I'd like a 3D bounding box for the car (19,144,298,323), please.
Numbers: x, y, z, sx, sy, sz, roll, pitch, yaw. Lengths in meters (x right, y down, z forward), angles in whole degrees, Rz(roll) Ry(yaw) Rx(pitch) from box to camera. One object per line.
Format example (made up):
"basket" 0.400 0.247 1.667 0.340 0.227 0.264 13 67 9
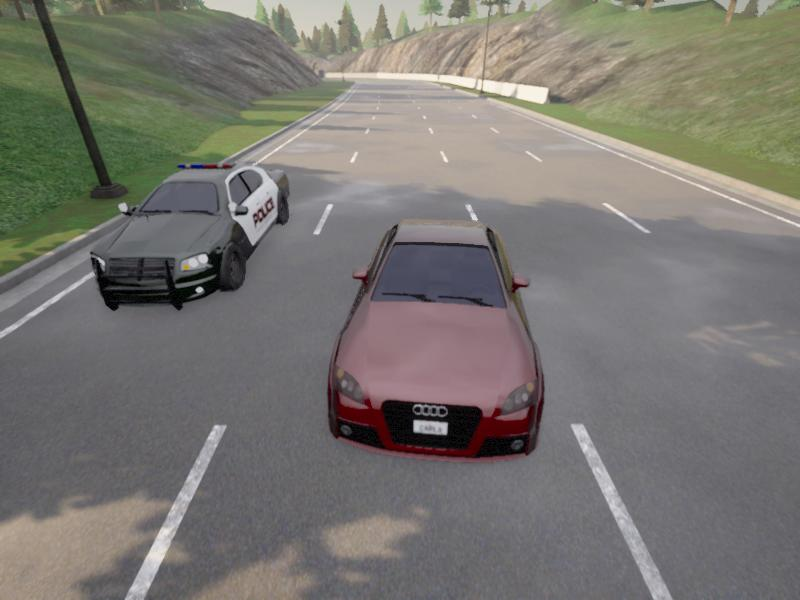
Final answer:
"car" -3.524 -1.605 7.304 2.038 1.542 4.974 0 31 0

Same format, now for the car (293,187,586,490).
"car" 0.469 -0.114 4.877 1.994 1.385 4.181 3 30 6
